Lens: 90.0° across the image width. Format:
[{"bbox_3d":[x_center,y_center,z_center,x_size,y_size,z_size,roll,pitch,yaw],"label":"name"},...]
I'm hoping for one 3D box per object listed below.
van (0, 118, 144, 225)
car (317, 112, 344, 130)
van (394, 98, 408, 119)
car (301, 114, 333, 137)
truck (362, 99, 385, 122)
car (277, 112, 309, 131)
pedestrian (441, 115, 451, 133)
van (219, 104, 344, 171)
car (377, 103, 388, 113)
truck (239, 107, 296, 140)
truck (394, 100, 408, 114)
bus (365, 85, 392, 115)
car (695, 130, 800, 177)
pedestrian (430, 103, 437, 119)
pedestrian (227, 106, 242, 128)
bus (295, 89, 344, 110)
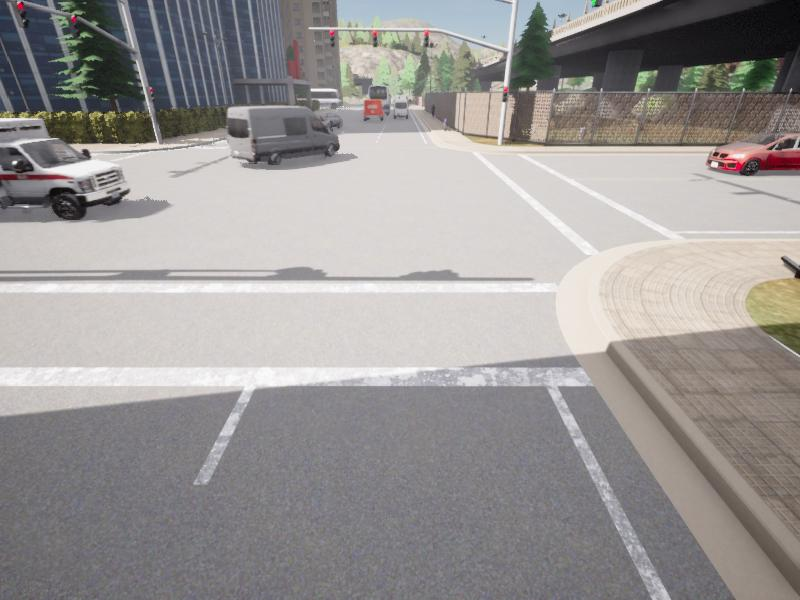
[{"bbox_3d":[-11.255,-3.603,11.023,6.366,2.431,2.351,0,27,0],"label":"van"},{"bbox_3d":[-6.903,-17.955,40.069,1.994,1.385,4.181,0,27,-1],"label":"car"},{"bbox_3d":[0.152,-27.517,57.403,1.988,2.561,5.915,0,27,0],"label":"van"},{"bbox_3d":[-6.910,-14.804,33.818,1.816,1.474,4.193,0,27,0],"label":"car"},{"bbox_3d":[-3.366,-24.913,52.423,2.627,2.467,5.204,0,28,0],"label":"truck"},{"bbox_3d":[-10.396,-17.564,39.226,1.812,1.442,4.674,0,27,0],"label":"car"},{"bbox_3d":[3.836,-14.753,33.523,0.751,1.300,0.751,4,27,7],"label":"pedestrian"},{"bbox_3d":[-5.616,-8.353,20.165,1.988,2.561,5.915,19,33,30],"label":"van"},{"bbox_3d":[-3.302,-36.976,76.893,1.801,1.575,5.366,0,27,0],"label":"car"},{"bbox_3d":[-10.415,-14.264,32.085,2.390,2.098,6.274,0,27,0],"label":"truck"},{"bbox_3d":[0.180,-33.855,70.217,2.390,2.098,6.274,0,27,0],"label":"truck"},{"bbox_3d":[-3.448,-33.290,66.748,3.944,4.253,10.273,0,26,0],"label":"bus"},{"bbox_3d":[16.181,-6.446,17.454,4.611,1.667,2.242,0,27,0],"label":"car"},{"bbox_3d":[4.290,-24.531,51.944,0.751,1.860,0.751,-1,27,-2],"label":"pedestrian"},{"bbox_3d":[-15.976,-17.699,38.646,0.751,1.860,0.751,-1,27,-2],"label":"pedestrian"},{"bbox_3d":[-18.526,-46.432,92.460,10.273,4.253,3.944,0,27,0],"label":"bus"}]
